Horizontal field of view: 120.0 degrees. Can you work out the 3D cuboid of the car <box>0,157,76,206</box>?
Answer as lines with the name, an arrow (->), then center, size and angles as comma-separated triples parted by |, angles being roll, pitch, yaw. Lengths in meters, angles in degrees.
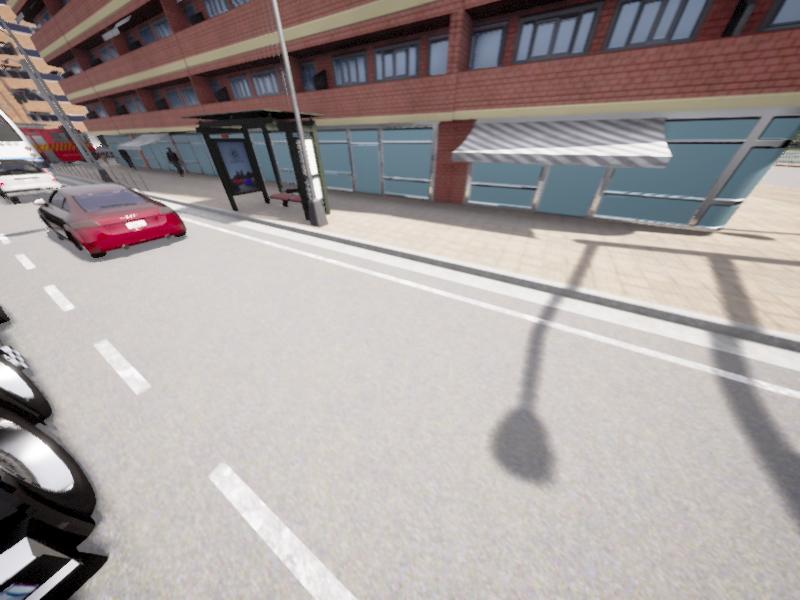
car -> -18.038, -5.769, 11.012 | 3.988, 1.617, 1.851 | 18, 39, 24

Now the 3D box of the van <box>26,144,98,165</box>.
van -> -41.647, -18.181, 28.682 | 1.775, 1.987, 4.442 | 18, 39, 25

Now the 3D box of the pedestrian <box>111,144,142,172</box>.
pedestrian -> -22.224, -11.557, 18.820 | 0.751, 1.860, 0.751 | 18, 39, 24

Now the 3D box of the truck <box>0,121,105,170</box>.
truck -> -38.669, -16.686, 24.905 | 2.891, 3.827, 8.468 | -5, 35, -6

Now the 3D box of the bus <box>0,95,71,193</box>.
bus -> -25.971, -9.359, 13.921 | 10.273, 4.253, 3.944 | 18, 39, 24

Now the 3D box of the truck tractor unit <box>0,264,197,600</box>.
truck tractor unit -> -5.113, -0.298, 0.783 | 6.516, 4.208, 3.053 | 18, 39, 24

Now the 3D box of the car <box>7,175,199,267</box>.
car -> -7.994, -2.390, 6.291 | 4.181, 1.385, 1.994 | 18, 39, 24

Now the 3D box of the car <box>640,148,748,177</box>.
car -> 21.563, -10.432, 17.340 | 2.007, 1.525, 4.514 | -6, 35, -8
